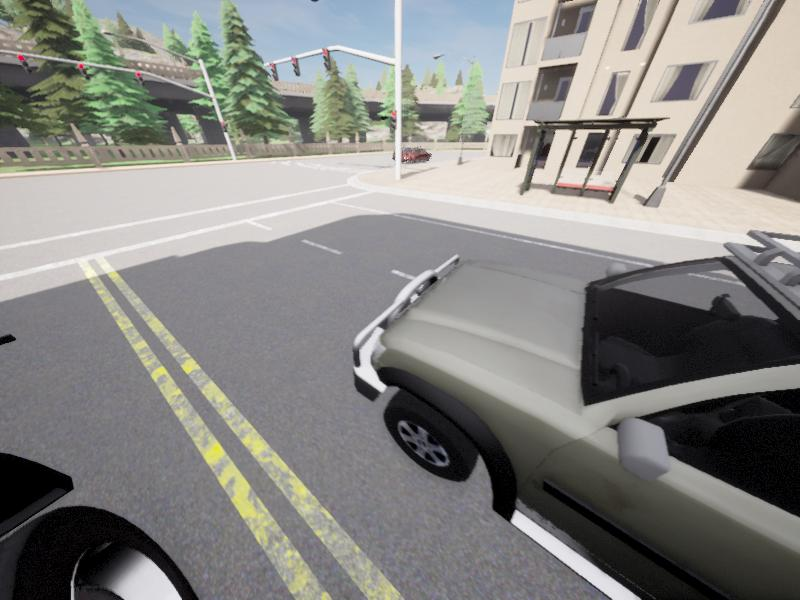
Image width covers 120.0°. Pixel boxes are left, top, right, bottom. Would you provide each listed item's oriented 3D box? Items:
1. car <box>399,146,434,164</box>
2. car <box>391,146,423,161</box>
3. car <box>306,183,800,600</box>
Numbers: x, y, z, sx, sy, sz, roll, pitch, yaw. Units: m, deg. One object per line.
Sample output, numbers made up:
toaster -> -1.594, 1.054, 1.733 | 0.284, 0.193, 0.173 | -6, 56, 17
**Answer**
car -> 1.842, -15.961, 25.388 | 1.816, 1.474, 4.193 | 23, 41, 28
car -> 0.907, -18.588, 29.224 | 1.994, 1.385, 4.181 | 23, 41, 29
car -> 1.939, 0.706, 1.322 | 4.605, 1.855, 1.932 | 22, 40, 28
